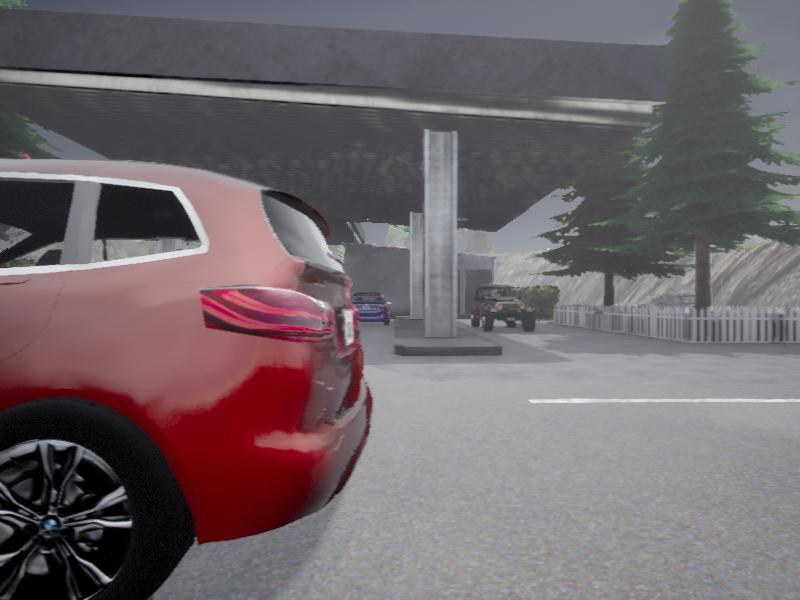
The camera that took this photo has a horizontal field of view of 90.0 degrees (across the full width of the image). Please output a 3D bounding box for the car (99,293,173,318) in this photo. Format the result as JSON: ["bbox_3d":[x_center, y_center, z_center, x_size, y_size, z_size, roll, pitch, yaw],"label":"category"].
[{"bbox_3d":[-18.846,0.387,28.909,1.930,1.638,5.238,0,0,0],"label":"car"}]

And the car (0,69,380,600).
[{"bbox_3d":[-2.472,0.237,2.218,4.611,1.667,2.242,-1,-2,-1],"label":"car"}]

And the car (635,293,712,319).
[{"bbox_3d":[18.653,0.399,27.648,2.033,1.649,4.856,0,0,0],"label":"car"}]

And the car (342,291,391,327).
[{"bbox_3d":[-1.587,0.436,20.856,2.242,1.667,4.611,0,0,-1],"label":"car"}]

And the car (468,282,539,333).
[{"bbox_3d":[4.117,0.266,16.575,1.905,1.878,3.866,0,0,-1],"label":"car"}]

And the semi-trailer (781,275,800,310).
[{"bbox_3d":[51.799,-0.971,45.856,2.717,4.402,14.254,0,0,0],"label":"semi-trailer"}]

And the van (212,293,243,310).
[{"bbox_3d":[-22.435,0.210,52.125,2.069,2.038,4.480,0,0,0],"label":"van"}]
